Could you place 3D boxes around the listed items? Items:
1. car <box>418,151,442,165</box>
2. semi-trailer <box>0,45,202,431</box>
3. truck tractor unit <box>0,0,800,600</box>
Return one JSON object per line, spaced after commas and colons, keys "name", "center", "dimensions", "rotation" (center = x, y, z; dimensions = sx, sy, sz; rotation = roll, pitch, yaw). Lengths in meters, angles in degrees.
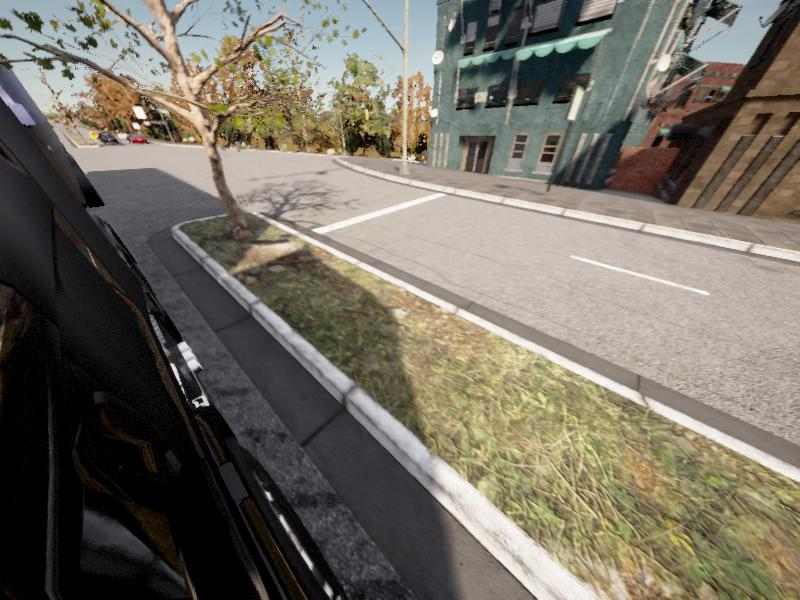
{"name": "car", "center": [5.535, -26.331, 42.924], "dimensions": [3.866, 1.878, 1.905], "rotation": [-19, 39, -34]}
{"name": "semi-trailer", "center": [-8.711, -3.567, 4.260], "dimensions": [14.254, 4.402, 2.717], "rotation": [28, 44, 30]}
{"name": "truck tractor unit", "center": [-2.645, -0.295, 0.351], "dimensions": [6.516, 4.208, 3.053], "rotation": [28, 44, 30]}
